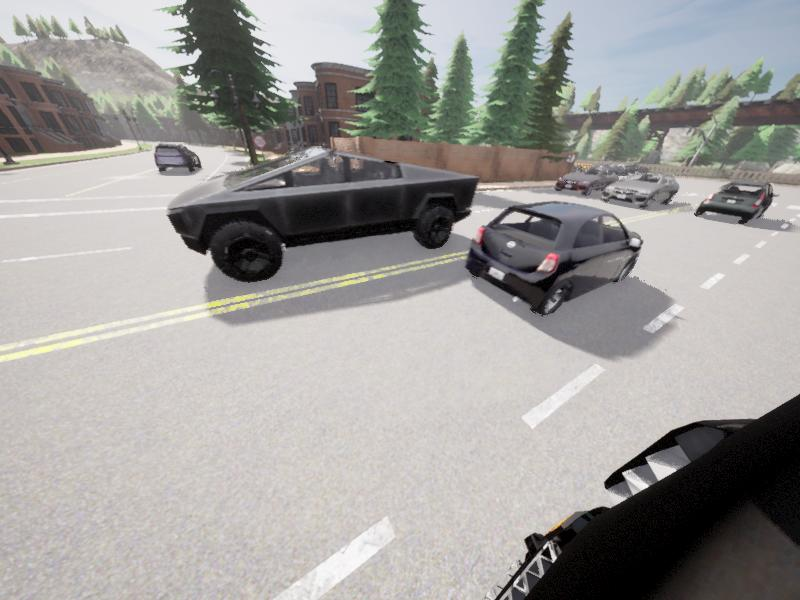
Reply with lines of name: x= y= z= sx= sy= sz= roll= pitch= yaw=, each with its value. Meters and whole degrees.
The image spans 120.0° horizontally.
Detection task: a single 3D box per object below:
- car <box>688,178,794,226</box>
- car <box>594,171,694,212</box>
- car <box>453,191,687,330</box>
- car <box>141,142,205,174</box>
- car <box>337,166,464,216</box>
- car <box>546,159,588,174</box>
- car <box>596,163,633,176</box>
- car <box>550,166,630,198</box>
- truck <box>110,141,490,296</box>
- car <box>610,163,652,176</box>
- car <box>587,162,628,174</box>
car: x=16.504 y=-4.856 z=11.219 sx=3.988 sy=1.617 sz=1.851 roll=-16 pitch=38 yaw=-26
car: x=14.074 y=-6.411 z=13.354 sx=5.027 sy=1.651 sz=2.152 roll=-16 pitch=38 yaw=-26
car: x=3.155 y=-1.074 z=4.479 sx=3.633 sy=1.501 sz=1.845 roll=-16 pitch=38 yaw=-26
car: x=-16.159 y=-10.380 z=16.796 sx=2.033 sy=1.649 sz=4.856 roll=-14 pitch=37 yaw=-24
car: x=0.066 y=-4.755 z=9.815 sx=4.892 sy=1.490 sz=1.837 roll=-14 pitch=37 yaw=-23
car: x=27.175 y=-21.872 z=37.794 sx=2.152 sy=1.651 sz=5.027 roll=-16 pitch=38 yaw=-26
car: x=35.215 y=-21.493 z=38.013 sx=1.970 sy=1.475 sz=3.806 roll=-15 pitch=38 yaw=-26
car: x=13.466 y=-8.471 z=16.417 sx=5.027 sy=1.651 sz=2.152 roll=-16 pitch=38 yaw=-26
truck: x=-1.260 y=-2.300 z=5.451 sx=6.274 sy=2.098 sz=2.390 roll=-16 pitch=38 yaw=-26
car: x=41.158 y=-23.341 z=41.275 sx=1.837 sy=1.490 sz=4.892 roll=-16 pitch=38 yaw=-26
car: x=36.993 y=-23.644 z=41.365 sx=2.038 sy=1.542 sz=4.974 roll=-16 pitch=38 yaw=-26
